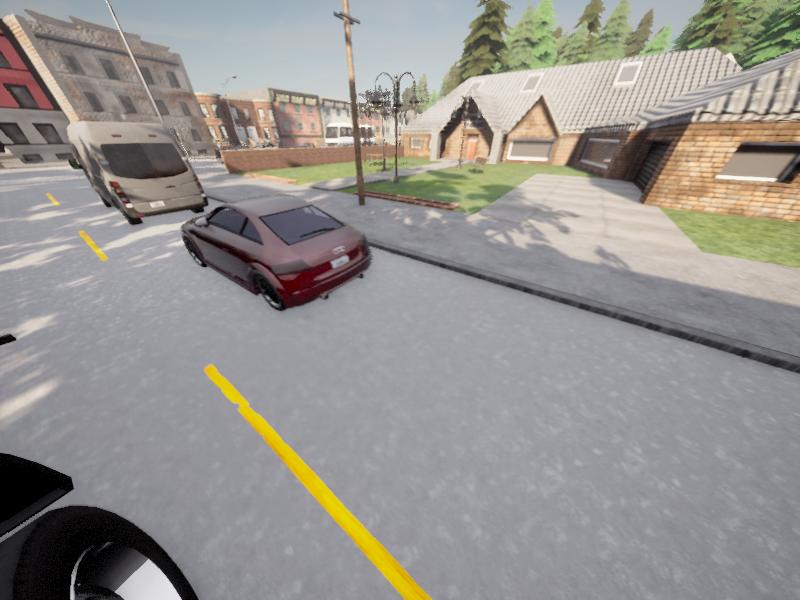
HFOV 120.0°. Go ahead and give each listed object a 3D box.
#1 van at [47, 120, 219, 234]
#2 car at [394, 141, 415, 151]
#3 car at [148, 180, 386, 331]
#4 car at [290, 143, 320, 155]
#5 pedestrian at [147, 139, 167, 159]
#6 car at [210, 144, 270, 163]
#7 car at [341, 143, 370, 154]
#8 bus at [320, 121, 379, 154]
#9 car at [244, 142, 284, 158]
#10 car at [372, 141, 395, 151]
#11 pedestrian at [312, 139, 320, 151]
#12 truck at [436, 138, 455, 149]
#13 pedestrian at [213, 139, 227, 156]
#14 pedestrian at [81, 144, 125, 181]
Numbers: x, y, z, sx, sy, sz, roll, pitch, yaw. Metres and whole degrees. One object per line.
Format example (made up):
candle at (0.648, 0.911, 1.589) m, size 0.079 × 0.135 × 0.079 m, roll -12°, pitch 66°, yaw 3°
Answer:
van at (-9.149, -4.403, 7.908) m, size 5.915 × 2.561 × 1.988 m, roll 23°, pitch 41°, yaw 29°
car at (0.936, -32.010, 47.944) m, size 2.242 × 1.667 × 4.611 m, roll 22°, pitch 41°, yaw 28°
car at (-2.574, -1.290, 4.547) m, size 4.181 × 1.385 × 1.994 m, roll 22°, pitch 41°, yaw 28°
car at (-14.609, -23.310, 35.606) m, size 1.845 × 1.501 × 3.633 m, roll 22°, pitch 41°, yaw 28°
pedestrian at (-28.110, -17.482, 26.727) m, size 0.751 × 1.860 × 0.751 m, roll 26°, pitch 43°, yaw 32°
car at (-17.887, -16.627, 26.084) m, size 1.882 × 1.535 × 5.008 m, roll 22°, pitch 41°, yaw 28°
car at (-7.334, -25.197, 38.410) m, size 1.812 × 1.442 × 4.674 m, roll 22°, pitch 41°, yaw 28°
bus at (-8.602, -29.182, 41.623) m, size 3.944 × 4.253 × 10.273 m, roll 22°, pitch 41°, yaw 28°
car at (-18.276, -20.363, 31.328) m, size 1.851 × 1.617 × 3.988 m, roll 22°, pitch 41°, yaw 28°
car at (-3.345, -32.487, 48.672) m, size 1.801 × 1.575 × 5.366 m, roll 22°, pitch 41°, yaw 28°
pedestrian at (-16.052, -29.644, 44.169) m, size 0.751 × 1.860 × 0.751 m, roll 22°, pitch 41°, yaw 28°
truck at (11.976, -41.154, 60.639) m, size 2.390 × 2.098 × 6.274 m, roll 22°, pitch 41°, yaw 28°
pedestrian at (-24.123, -20.464, 30.990) m, size 0.751 × 1.860 × 0.751 m, roll -29°, pitch 45°, yaw -35°
pedestrian at (-17.928, -8.332, 13.978) m, size 0.751 × 1.860 × 0.751 m, roll 21°, pitch 40°, yaw 27°
